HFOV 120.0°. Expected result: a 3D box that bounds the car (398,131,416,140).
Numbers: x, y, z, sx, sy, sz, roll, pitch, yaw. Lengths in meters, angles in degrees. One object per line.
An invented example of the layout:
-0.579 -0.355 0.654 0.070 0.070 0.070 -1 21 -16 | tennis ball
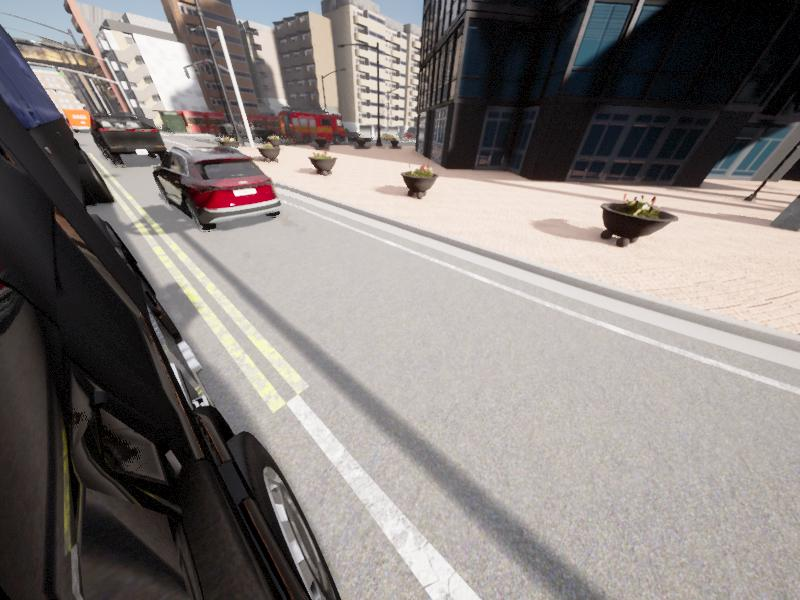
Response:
1.909 -44.242 62.220 2.033 1.649 4.856 28 43 30 | car

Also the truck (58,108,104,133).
-43.573 -24.457 31.547 5.204 2.467 2.627 29 44 30 | truck

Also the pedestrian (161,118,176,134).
-34.114 -25.659 34.073 0.751 1.860 0.751 26 42 28 | pedestrian

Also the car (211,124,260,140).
-23.862 -24.489 33.743 1.930 1.638 5.238 28 43 30 | car

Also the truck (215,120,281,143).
-19.121 -21.380 29.494 2.390 2.098 6.274 28 43 30 | truck

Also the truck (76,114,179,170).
-15.297 -8.979 12.938 6.274 2.098 2.390 28 44 30 | truck

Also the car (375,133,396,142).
-3.279 -38.152 54.163 1.801 1.575 5.366 28 43 30 | car

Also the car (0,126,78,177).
-17.027 -6.925 10.558 4.974 1.542 2.038 28 44 30 | car

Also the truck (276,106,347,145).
-11.731 -23.751 31.833 2.891 3.827 8.468 28 43 30 | truck

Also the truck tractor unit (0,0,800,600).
-2.645 -0.295 0.351 6.516 4.208 3.053 28 44 30 | truck tractor unit

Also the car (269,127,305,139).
-20.275 -30.086 41.668 1.930 1.638 5.238 28 43 30 | car

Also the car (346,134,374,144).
-7.140 -29.068 41.637 1.895 1.301 4.718 28 43 30 | car

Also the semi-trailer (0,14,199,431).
-8.564 -3.693 4.354 14.254 4.402 2.717 30 44 31 | semi-trailer

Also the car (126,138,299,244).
-5.221 -3.322 6.405 4.856 1.649 2.033 29 44 30 | car
